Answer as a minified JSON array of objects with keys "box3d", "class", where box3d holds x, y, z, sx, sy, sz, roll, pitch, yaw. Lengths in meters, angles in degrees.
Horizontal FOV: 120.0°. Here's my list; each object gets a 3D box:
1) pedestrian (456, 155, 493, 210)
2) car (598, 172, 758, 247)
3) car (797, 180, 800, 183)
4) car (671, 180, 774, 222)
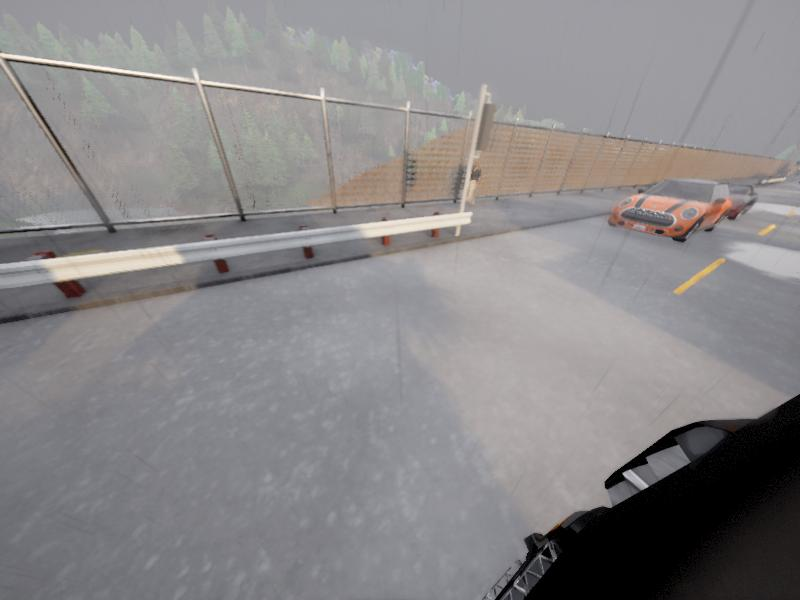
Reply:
[{"box3d":[2.952,-4.689,9.283,0.751,1.860,0.751,-18,39,-28],"class":"pedestrian"},{"box3d":[9.797,-3.412,8.202,4.553,1.767,2.097,-16,38,-26],"class":"car"},{"box3d":[66.726,-19.564,37.035,5.027,1.651,2.152,-15,38,-25],"class":"car"},{"box3d":[16.115,-5.061,11.554,4.181,1.385,1.994,-16,38,-26],"class":"car"}]
